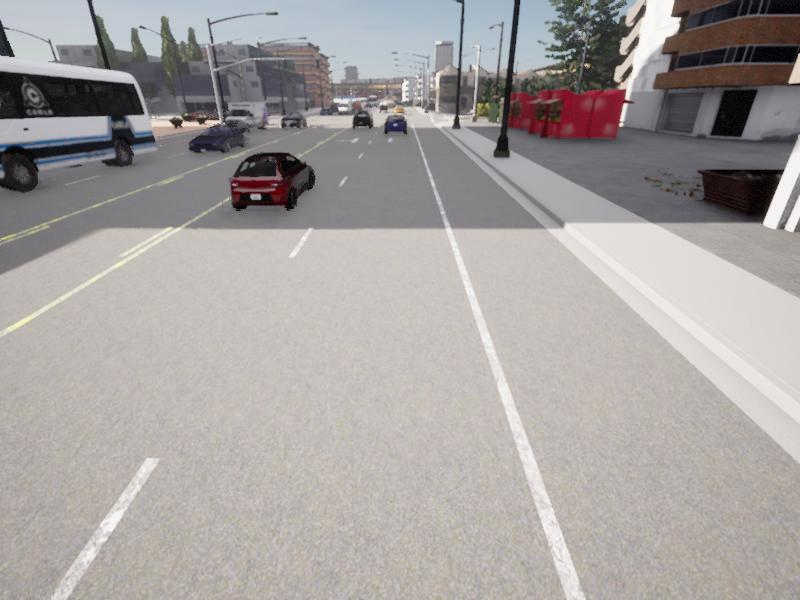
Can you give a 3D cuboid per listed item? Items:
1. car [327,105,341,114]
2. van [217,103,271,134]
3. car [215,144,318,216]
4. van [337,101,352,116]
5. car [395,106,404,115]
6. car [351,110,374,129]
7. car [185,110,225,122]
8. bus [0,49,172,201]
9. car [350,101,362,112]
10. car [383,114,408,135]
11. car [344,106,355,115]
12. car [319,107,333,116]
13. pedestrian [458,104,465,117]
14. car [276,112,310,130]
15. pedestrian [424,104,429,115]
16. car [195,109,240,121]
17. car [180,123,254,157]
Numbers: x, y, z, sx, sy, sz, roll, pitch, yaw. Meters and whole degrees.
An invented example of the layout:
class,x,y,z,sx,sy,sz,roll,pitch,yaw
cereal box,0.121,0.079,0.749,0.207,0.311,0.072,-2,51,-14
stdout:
class,x,y,z,sx,sy,sz,roll,pitch,yaw
car,-14.044,-40.648,85.303,1.930,1.638,5.238,0,28,1
van,-14.380,-17.105,37.473,2.351,2.431,6.366,0,27,0
car,-3.989,-3.980,12.830,1.816,1.474,4.193,0,27,0
van,-10.606,-36.870,76.843,1.988,2.561,5.915,0,27,0
car,-0.096,-38.704,81.576,1.882,1.535,5.008,0,27,0
car,-3.821,-18.861,41.759,1.930,1.638,5.238,0,26,0
car,-26.280,-24.817,53.937,4.181,1.385,1.994,0,26,0
bus,-14.361,-7.223,16.178,3.944,4.253,10.273,0,26,0
car,-10.459,-46.512,96.079,2.150,2.045,5.566,0,28,1
car,-0.362,-15.911,36.113,2.163,1.488,4.792,0,27,0
car,-10.495,-39.613,83.492,1.812,1.442,4.674,0,27,1
car,-14.119,-36.068,76.448,1.816,1.474,4.193,0,27,0
pedestrian,9.987,-30.668,64.724,0.751,1.860,0.751,-11,28,-22
car,-10.836,-18.364,40.953,2.128,1.511,4.902,0,27,0
pedestrian,5.160,-36.948,77.709,0.751,1.860,0.751,-22,34,-38
car,-25.987,-26.383,57.067,5.357,1.411,2.033,0,26,1
car,-10.917,-9.870,24.436,2.033,1.411,5.357,0,27,0
